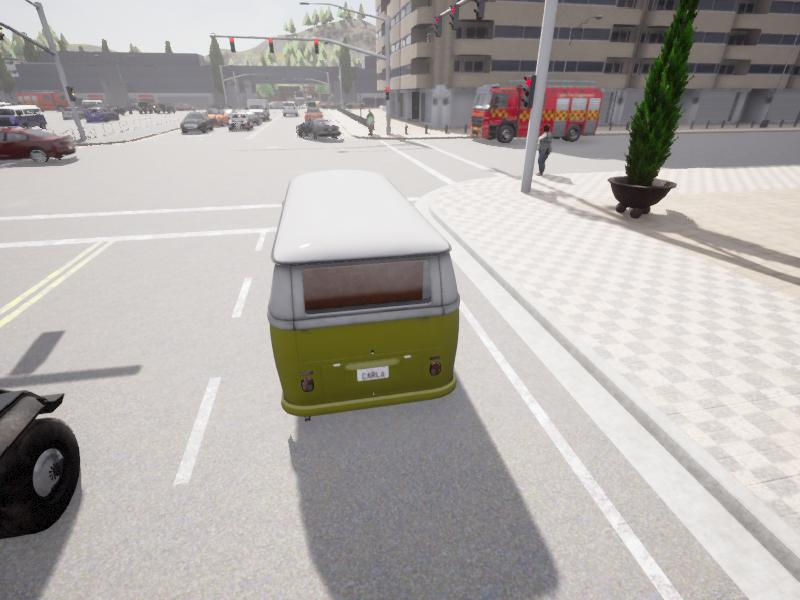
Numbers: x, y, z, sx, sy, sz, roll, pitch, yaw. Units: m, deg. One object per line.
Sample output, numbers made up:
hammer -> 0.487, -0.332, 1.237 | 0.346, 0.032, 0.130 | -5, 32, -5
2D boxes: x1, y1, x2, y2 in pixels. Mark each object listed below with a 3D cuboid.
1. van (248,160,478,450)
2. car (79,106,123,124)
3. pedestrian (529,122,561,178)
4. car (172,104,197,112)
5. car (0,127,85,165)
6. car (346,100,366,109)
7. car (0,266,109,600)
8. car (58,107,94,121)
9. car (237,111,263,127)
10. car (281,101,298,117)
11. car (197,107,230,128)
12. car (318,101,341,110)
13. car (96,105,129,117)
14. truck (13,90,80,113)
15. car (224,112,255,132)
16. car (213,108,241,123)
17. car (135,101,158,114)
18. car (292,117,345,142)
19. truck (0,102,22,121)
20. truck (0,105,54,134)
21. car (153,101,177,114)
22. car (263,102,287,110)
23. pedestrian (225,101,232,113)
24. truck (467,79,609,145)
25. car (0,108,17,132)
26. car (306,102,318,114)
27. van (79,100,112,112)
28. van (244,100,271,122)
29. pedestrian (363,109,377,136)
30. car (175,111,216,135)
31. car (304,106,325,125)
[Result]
van -> -0.681, -0.526, 5.471 | 1.775, 1.987, 4.442 | -5, 28, -10
car -> -35.287, -21.933, 47.357 | 2.242, 1.667, 4.611 | -5, 28, -10
pedestrian -> 5.417, -5.648, 15.063 | 0.751, 1.860, 0.751 | 4, 27, 7
car -> -43.411, -38.766, 80.645 | 3.806, 1.475, 1.970 | -5, 28, -10
car -> -19.016, -7.585, 19.639 | 5.008, 1.535, 1.882 | -5, 28, -11
car -> -10.532, -46.950, 95.995 | 4.605, 1.855, 1.932 | -5, 28, -10
car -> -3.361, 1.531, 1.574 | 1.905, 1.878, 3.866 | -5, 28, -10
car -> -42.058, -24.249, 52.035 | 1.970, 1.475, 3.806 | -5, 28, -10
car -> -16.649, -20.204, 44.484 | 1.994, 1.385, 4.181 | -5, 28, -10
car -> -17.262, -29.982, 62.791 | 2.150, 2.045, 5.566 | -5, 28, -10
car -> -19.896, -19.658, 42.963 | 2.097, 1.767, 4.553 | -5, 28, -10
car -> -16.222, -44.677, 91.829 | 4.856, 1.649, 2.033 | -5, 28, -10
car -> -44.213, -29.193, 61.651 | 2.033, 1.415, 5.357 | -5, 28, -10
truck -> -67.366, -37.939, 76.404 | 8.468, 3.827, 2.891 | -5, 28, -9
car -> -15.225, -17.033, 38.190 | 1.970, 1.475, 3.806 | -5, 28, -10
car -> -21.410, -22.941, 49.702 | 2.163, 1.488, 4.792 | -5, 28, -10
car -> -42.802, -32.529, 67.634 | 1.905, 1.878, 3.866 | -5, 28, -10
car -> -6.299, -13.086, 30.565 | 2.033, 1.411, 5.357 | -16, 31, -28
truck -> -50.566, -23.756, 50.353 | 2.069, 2.038, 4.478 | -5, 28, -10
truck -> -32.344, -15.429, 34.111 | 2.069, 2.038, 4.478 | -5, 28, -10
car -> -39.953, -32.766, 68.086 | 1.932, 1.855, 4.605 | -5, 28, -10
car -> -27.952, -43.525, 89.668 | 4.974, 1.542, 2.038 | -5, 28, -10
pedestrian -> -30.786, -34.664, 71.745 | 0.751, 1.860, 0.751 | -6, 28, -11
truck -> 9.340, -13.059, 27.723 | 8.468, 3.827, 2.891 | -5, 28, -10
car -> -35.170, -15.055, 33.593 | 1.932, 1.855, 4.605 | -5, 28, -10
car -> -16.090, -35.315, 73.357 | 1.905, 1.878, 3.866 | -5, 28, -10
van -> -61.569, -39.223, 80.863 | 4.480, 2.038, 2.069 | -5, 28, -9
van -> -18.385, -24.594, 51.880 | 2.351, 2.431, 6.366 | -5, 28, -10
pedestrian -> -2.313, -13.720, 30.904 | 0.751, 1.860, 0.751 | -17, 31, -29
car -> -18.346, -16.078, 36.175 | 2.033, 1.649, 4.856 | -5, 28, -10
car -> -9.871, -21.220, 45.989 | 2.097, 1.767, 4.553 | -5, 28, -10
